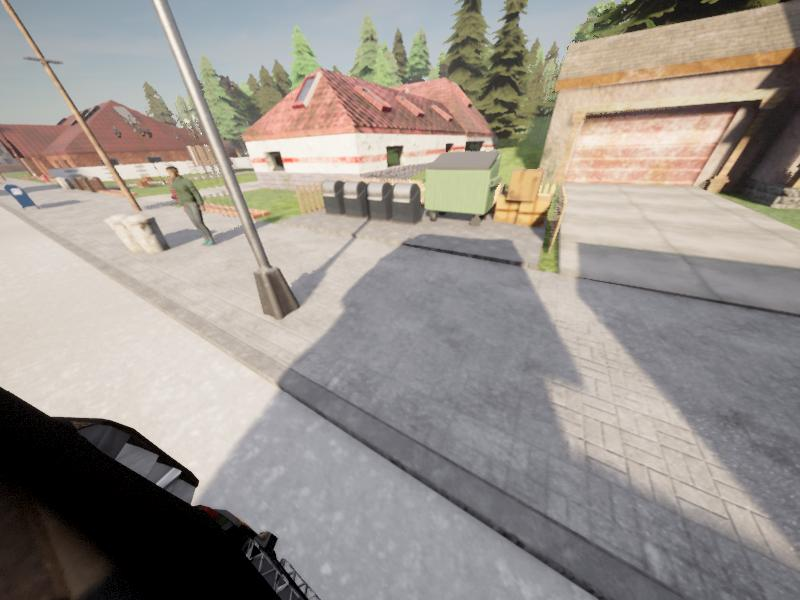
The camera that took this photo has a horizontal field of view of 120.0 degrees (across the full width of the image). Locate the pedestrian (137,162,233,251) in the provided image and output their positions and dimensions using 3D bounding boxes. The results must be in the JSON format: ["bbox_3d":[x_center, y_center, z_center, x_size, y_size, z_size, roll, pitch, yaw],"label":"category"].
[{"bbox_3d":[-5.111,-2.256,5.640,0.751,1.860,0.751,7,35,14],"label":"pedestrian"}]
